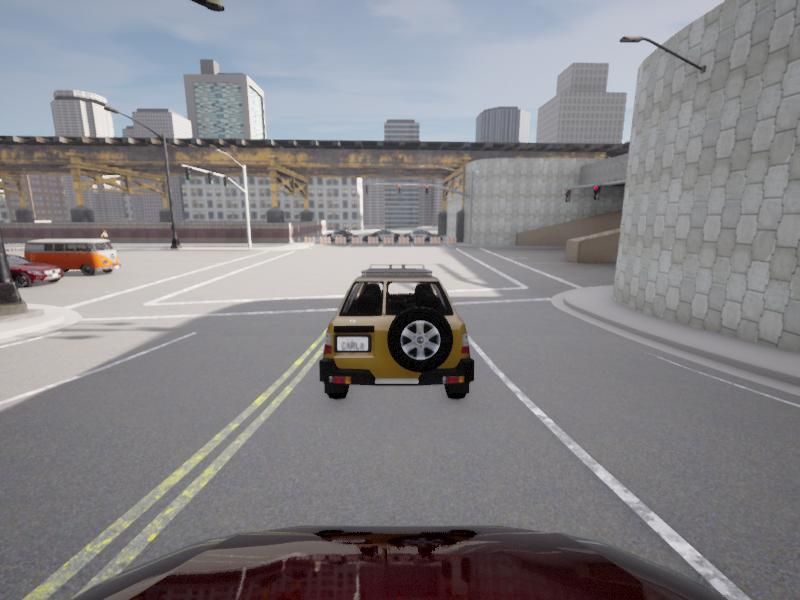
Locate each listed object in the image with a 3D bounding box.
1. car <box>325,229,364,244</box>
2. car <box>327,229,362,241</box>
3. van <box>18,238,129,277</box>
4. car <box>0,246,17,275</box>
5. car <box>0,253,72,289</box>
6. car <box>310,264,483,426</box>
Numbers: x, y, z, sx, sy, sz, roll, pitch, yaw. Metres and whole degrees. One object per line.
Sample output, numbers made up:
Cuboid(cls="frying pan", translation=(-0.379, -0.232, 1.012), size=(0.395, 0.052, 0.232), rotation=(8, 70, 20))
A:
Cuboid(cls="car", translation=(-6.987, -7.984, 50.045), size=(4.974, 1.542, 2.038), rotation=(11, 16, 42))
Cuboid(cls="car", translation=(-7.024, -8.145, 50.048), size=(4.536, 1.218, 1.853), rotation=(11, 16, 42))
Cuboid(cls="van", translation=(-18.161, -2.418, 22.424), size=(4.442, 1.987, 1.775), rotation=(0, 12, 0))
Cuboid(cls="car", translation=(-24.374, -2.217, 22.472), size=(3.705, 1.549, 1.789), rotation=(0, 12, 0))
Cuboid(cls="car", translation=(-18.745, -1.414, 18.948), size=(4.674, 1.442, 1.812), rotation=(0, 12, -1))
Cuboid(cls="car", translation=(-0.051, 0.321, 6.834), size=(1.932, 1.855, 4.605), rotation=(0, 5, 0))
